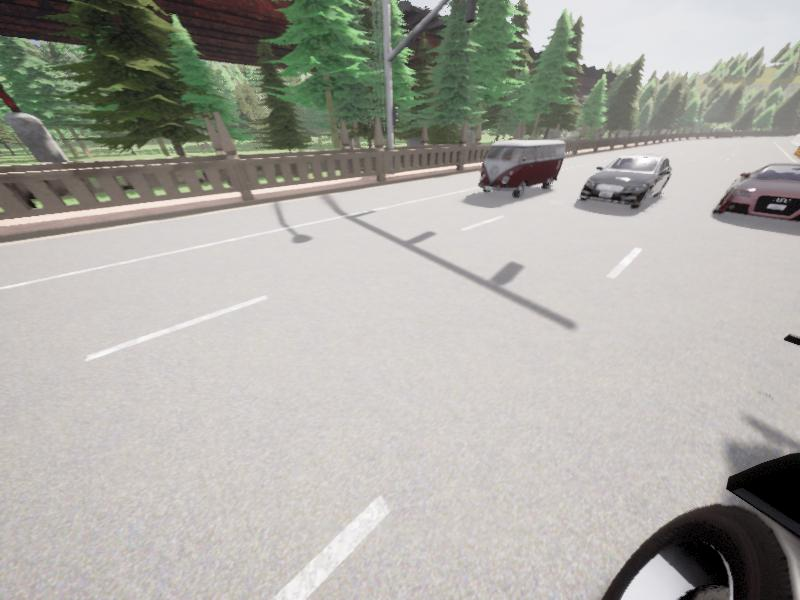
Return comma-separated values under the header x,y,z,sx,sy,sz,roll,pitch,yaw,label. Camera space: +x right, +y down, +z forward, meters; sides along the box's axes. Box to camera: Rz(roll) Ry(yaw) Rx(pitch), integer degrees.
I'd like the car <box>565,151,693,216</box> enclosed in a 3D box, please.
x,y,z,sx,sy,sz,roll,pitch,yaw,label
8.865,-4.698,8.901,4.902,1.511,2.128,-25,42,-30,car

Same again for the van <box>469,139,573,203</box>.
x,y,z,sx,sy,sz,roll,pitch,yaw,label
5.294,-5.800,10.110,4.442,1.987,1.775,-25,42,-30,van

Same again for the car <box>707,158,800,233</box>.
x,y,z,sx,sy,sz,roll,pitch,yaw,label
11.776,-3.416,7.171,4.181,1.385,1.994,-26,42,-30,car
